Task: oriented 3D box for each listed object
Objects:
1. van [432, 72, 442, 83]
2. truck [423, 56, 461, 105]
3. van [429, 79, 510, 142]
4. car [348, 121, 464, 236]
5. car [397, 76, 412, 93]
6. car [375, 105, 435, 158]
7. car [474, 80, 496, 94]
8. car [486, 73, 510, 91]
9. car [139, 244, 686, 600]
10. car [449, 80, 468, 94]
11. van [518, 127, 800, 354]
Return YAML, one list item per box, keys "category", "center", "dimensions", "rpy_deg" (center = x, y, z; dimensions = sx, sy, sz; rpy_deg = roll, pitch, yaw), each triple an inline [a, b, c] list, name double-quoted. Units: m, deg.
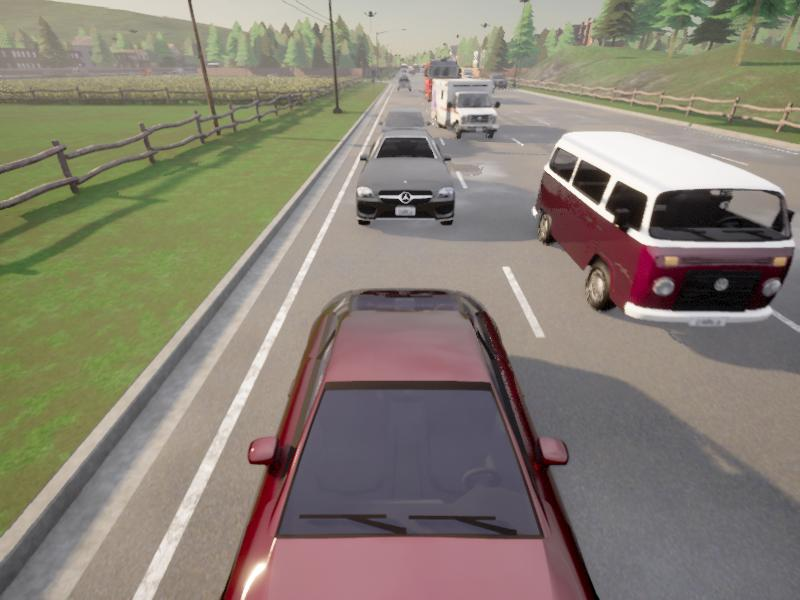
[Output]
- category: "van"
  center: [7.879, -47.214, 84.874]
  dimensions: [1.775, 1.987, 4.442]
  rpy_deg: [0, 30, 0]
- category: "truck"
  center: [3.926, -21.834, 39.603]
  dimensions: [2.891, 3.827, 8.468]
  rpy_deg: [0, 30, 0]
- category: "van"
  center: [3.278, -9.971, 20.682]
  dimensions: [2.351, 2.431, 6.366]
  rpy_deg: [-3, 30, -5]
- category: "car"
  center: [0.132, -3.305, 10.066]
  dimensions: [2.152, 1.651, 5.027]
  rpy_deg: [0, 30, 0]
- category: "car"
  center: [0.579, -29.701, 54.996]
  dimensions: [1.932, 1.855, 4.605]
  rpy_deg: [0, 30, 0]
- category: "car"
  center: [0.200, -7.285, 17.020]
  dimensions: [2.163, 1.488, 4.792]
  rpy_deg: [0, 30, 0]
- category: "car"
  center: [11.050, -27.809, 52.166]
  dimensions: [1.970, 1.475, 3.806]
  rpy_deg: [0, 30, 0]
- category: "car"
  center: [14.633, -32.817, 60.170]
  dimensions: [2.150, 2.045, 5.566]
  rpy_deg: [0, 31, 0]
- category: "car"
  center: [0.048, 1.039, 2.934]
  dimensions: [1.994, 1.385, 4.181]
  rpy_deg: [0, 30, 0]
- category: "car"
  center: [7.548, -27.740, 51.989]
  dimensions: [1.845, 1.501, 3.633]
  rpy_deg: [0, 30, 0]
- category: "van"
  center: [3.595, -1.347, 6.305]
  dimensions: [2.069, 2.038, 4.480]
  rpy_deg: [0, 30, 0]
